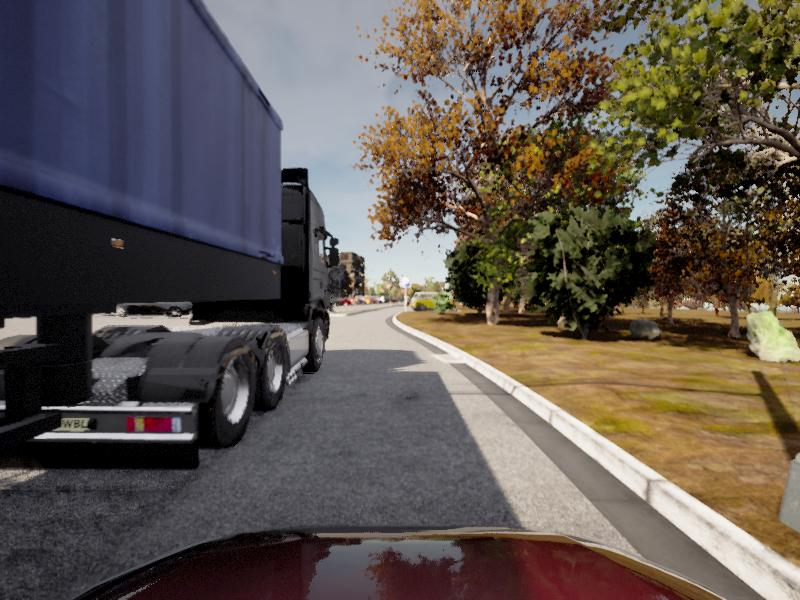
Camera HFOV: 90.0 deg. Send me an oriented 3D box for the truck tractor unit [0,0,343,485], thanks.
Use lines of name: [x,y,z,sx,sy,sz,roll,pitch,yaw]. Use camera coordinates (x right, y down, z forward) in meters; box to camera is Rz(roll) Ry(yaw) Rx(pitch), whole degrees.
truck tractor unit: [-2.966,-0.568,6.689,3.053,4.208,6.516,0,1,0]

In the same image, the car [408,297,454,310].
car: [3.856,0.393,49.992,5.366,1.575,1.946,1,1,-14]

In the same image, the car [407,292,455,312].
car: [3.168,0.208,41.157,4.442,1.987,1.878,1,1,-15]

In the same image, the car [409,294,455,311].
car: [3.479,0.297,44.136,4.553,1.767,2.185,1,0,-15]

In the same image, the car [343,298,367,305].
car: [-9.724,0.307,86.048,5.008,1.535,2.097,-1,0,-11]

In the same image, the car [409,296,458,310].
car: [3.943,0.409,47.142,5.366,1.575,1.946,1,0,-15]

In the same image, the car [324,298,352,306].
car: [-11.531,0.353,74.098,5.008,1.535,2.097,-1,0,-12]

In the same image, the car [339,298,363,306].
car: [-10.180,0.320,83.063,4.892,1.521,2.231,-1,0,-11]

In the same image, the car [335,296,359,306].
car: [-10.633,0.204,80.077,4.553,1.767,2.185,-1,0,-12]
